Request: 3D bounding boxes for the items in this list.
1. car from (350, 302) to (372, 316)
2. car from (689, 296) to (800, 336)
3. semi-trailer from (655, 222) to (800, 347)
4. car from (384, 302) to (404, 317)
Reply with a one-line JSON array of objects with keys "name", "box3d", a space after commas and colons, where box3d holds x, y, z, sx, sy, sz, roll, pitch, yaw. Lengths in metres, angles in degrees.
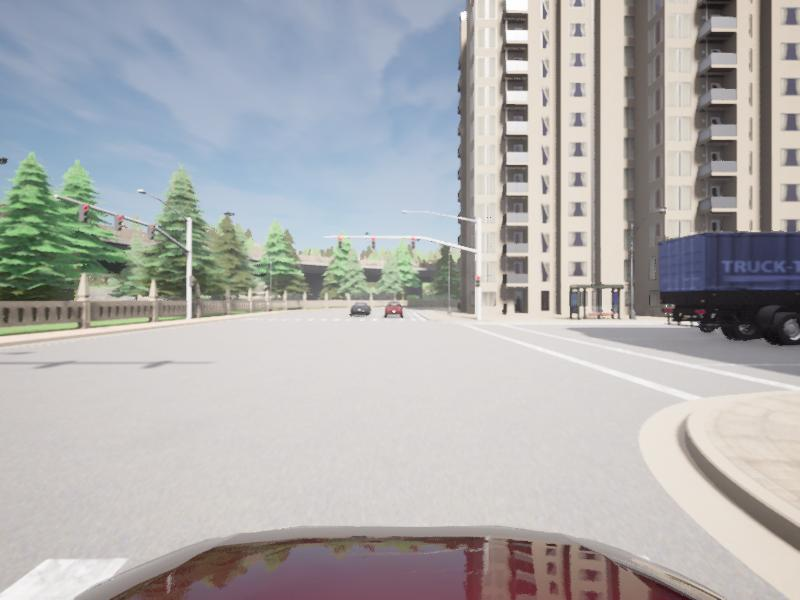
[{"name": "car", "box3d": [-4.141, 0.958, 42.618, 1.994, 1.385, 4.181, 0, 0, -1]}, {"name": "car", "box3d": [16.844, 0.733, 19.179, 4.605, 1.855, 1.932, 0, 0, -1]}, {"name": "semi-trailer", "box3d": [17.898, -0.540, 15.691, 14.254, 4.402, 2.717, 0, 0, -1]}, {"name": "car", "box3d": [-0.604, 0.902, 39.498, 1.816, 1.474, 4.193, 0, 0, -1]}]
